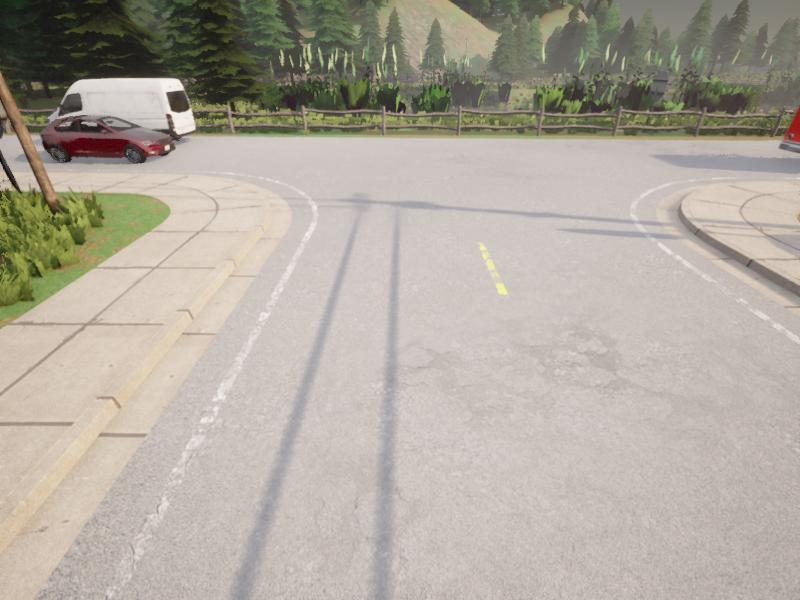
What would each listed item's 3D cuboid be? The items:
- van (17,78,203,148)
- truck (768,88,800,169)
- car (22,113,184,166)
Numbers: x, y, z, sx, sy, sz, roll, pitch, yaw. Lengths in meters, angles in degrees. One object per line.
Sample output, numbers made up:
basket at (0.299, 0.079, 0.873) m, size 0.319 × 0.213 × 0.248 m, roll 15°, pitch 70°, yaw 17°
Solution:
van at (-12.209, -8.105, 17.285) m, size 5.915 × 2.561 × 1.988 m, roll 2°, pitch 30°, yaw 2°
truck at (16.293, -5.590, 13.074) m, size 5.204 × 2.467 × 2.627 m, roll 1°, pitch 30°, yaw 3°
car at (-10.543, -5.855, 14.488) m, size 4.193 × 1.474 × 1.816 m, roll 2°, pitch 30°, yaw 3°
